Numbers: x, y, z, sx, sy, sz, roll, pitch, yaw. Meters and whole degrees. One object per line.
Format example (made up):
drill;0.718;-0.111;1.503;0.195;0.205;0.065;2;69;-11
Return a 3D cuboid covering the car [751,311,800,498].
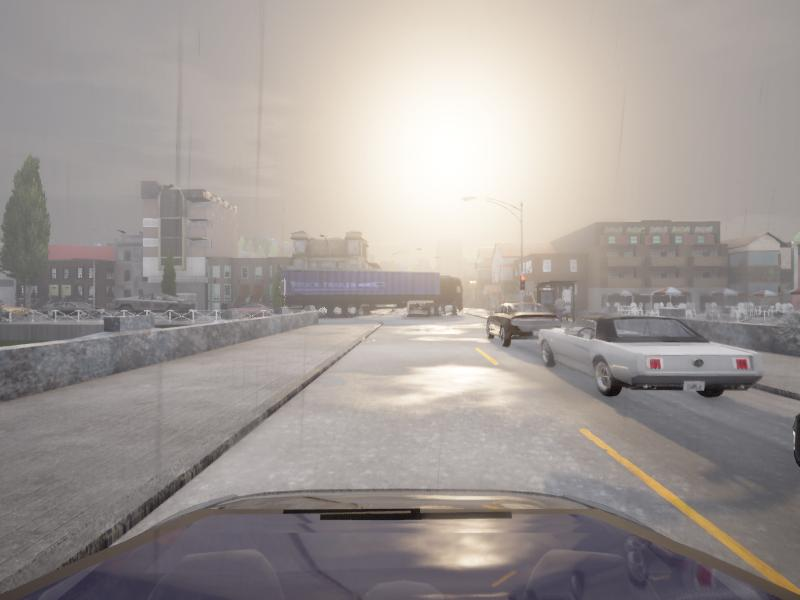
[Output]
car;4.079;0.844;1.222;1.837;1.490;4.892;0;0;2

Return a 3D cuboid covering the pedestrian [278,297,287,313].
pedestrian;-13.287;0.547;45.140;0.751;1.860;0.751;0;0;1

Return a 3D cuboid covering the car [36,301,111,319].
car;-28.550;0.836;35.105;4.902;1.511;2.128;0;0;2

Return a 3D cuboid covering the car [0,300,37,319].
car;-35.539;0.801;35.340;5.366;1.575;1.801;0;0;2

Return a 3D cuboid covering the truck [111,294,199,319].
truck;-21.221;0.543;34.859;6.274;2.098;2.390;0;0;2

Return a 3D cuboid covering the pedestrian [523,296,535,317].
pedestrian;11.654;0.557;36.192;0.751;1.860;0.751;0;0;-8

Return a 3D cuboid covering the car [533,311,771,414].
car;4.303;0.944;7.966;1.895;1.301;4.718;0;0;2

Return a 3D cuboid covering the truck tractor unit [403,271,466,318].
truck tractor unit;3.553;-0.522;39.629;3.053;4.208;6.516;0;0;39

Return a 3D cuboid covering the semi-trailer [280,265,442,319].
semi-trailer;-3.299;-0.618;36.129;14.254;4.402;2.717;0;0;-20

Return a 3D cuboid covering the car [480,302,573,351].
car;4.438;0.836;14.911;2.128;1.511;4.902;0;0;3

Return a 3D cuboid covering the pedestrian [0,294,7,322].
pedestrian;-27.198;0.547;26.926;0.751;1.860;0.751;0;0;2

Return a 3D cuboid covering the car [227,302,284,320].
car;-12.231;0.922;34.160;4.181;1.385;1.994;-1;0;-6

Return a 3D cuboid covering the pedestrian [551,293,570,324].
pedestrian;9.780;0.533;24.416;0.751;1.860;0.751;0;0;-11
